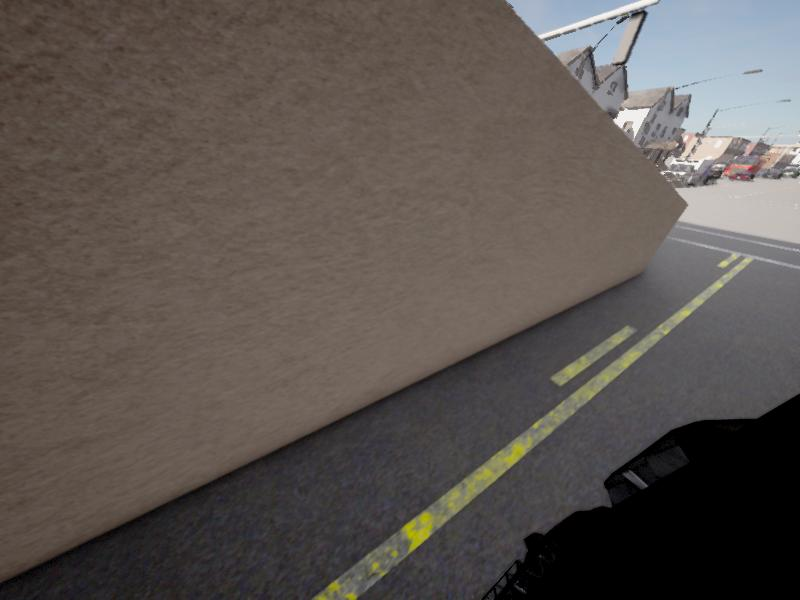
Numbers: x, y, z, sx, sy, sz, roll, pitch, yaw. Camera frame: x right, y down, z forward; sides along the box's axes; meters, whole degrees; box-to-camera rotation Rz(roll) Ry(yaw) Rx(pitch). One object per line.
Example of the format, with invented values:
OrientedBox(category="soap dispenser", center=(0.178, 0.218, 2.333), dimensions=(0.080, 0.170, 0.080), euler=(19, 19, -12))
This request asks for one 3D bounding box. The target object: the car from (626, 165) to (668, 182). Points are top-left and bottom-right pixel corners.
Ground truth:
OrientedBox(category="car", center=(29.562, -15.151, 27.665), dimensions=(3.988, 1.617, 1.851), euler=(-15, 37, -25))

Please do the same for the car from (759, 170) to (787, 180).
OrientedBox(category="car", center=(72.086, -24.160, 44.648), dimensions=(4.892, 1.490, 1.837), euler=(-15, 37, -25))

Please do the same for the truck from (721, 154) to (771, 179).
OrientedBox(category="truck", center=(67.840, -26.201, 45.294), dimensions=(8.468, 3.827, 2.891), euler=(-15, 37, -25))

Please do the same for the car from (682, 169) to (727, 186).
OrientedBox(category="car", center=(36.382, -14.709, 27.624), dimensions=(4.892, 1.490, 1.837), euler=(-15, 37, -25))

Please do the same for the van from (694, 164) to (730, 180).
OrientedBox(category="van", center=(50.950, -20.989, 37.733), dimensions=(4.480, 2.038, 2.069), euler=(-15, 37, -25))

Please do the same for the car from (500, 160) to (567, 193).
OrientedBox(category="car", center=(9.866, -9.599, 17.761), dimensions=(2.152, 1.651, 5.027), euler=(2, 33, -2))

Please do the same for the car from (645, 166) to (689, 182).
OrientedBox(category="car", center=(35.004, -16.546, 30.277), dimensions=(4.902, 1.511, 2.128), euler=(-15, 37, -25))

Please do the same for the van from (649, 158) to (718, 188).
OrientedBox(category="van", center=(29.636, -13.310, 24.147), dimensions=(6.366, 2.431, 2.351), euler=(-15, 37, -25))

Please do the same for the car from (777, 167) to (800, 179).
OrientedBox(category="car", center=(89.104, -28.896, 52.607), dimensions=(5.566, 2.045, 2.150), euler=(-15, 37, -25))

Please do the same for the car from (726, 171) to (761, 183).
OrientedBox(category="car", center=(52.520, -18.930, 35.354), dimensions=(4.181, 1.385, 1.994), euler=(-15, 37, -25))

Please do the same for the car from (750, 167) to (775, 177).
OrientedBox(category="car", center=(84.174, -29.687, 53.649), dimensions=(4.553, 1.767, 2.097), euler=(-15, 37, -25))

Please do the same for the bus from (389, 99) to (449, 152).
OrientedBox(category="bus", center=(2.489, -27.132, 35.811), dimensions=(3.944, 4.253, 10.273), euler=(-15, 51, -25))
